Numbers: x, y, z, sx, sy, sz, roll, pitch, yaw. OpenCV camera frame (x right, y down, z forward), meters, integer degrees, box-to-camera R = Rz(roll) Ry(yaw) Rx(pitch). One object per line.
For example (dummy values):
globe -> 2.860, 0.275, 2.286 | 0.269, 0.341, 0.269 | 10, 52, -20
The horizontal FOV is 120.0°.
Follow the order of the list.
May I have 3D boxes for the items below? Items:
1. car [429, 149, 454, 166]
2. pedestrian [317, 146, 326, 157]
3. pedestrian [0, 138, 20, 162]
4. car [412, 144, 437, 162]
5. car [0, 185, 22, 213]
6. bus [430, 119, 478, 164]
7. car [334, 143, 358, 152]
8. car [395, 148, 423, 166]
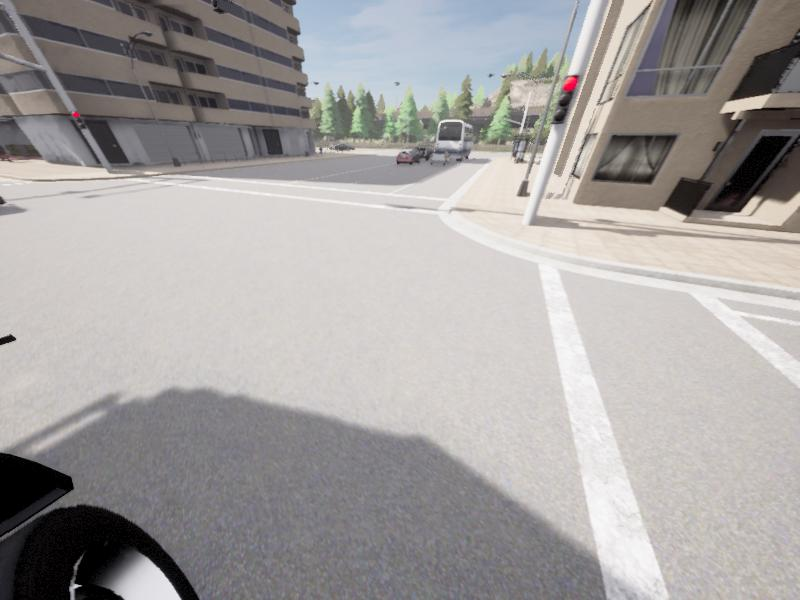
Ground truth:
car -> 4.748, -16.155, 26.091 | 1.845, 1.501, 3.633 | 13, 37, 17
pedestrian -> -11.627, -21.962, 34.066 | 0.751, 1.300, 0.751 | 13, 37, 17
pedestrian -> -36.866, -13.832, 21.351 | 0.751, 1.860, 0.751 | 8, 35, 10
car -> 3.336, -19.687, 30.860 | 1.932, 1.855, 4.605 | 13, 37, 17
car -> -15.801, -3.049, 6.914 | 1.994, 1.385, 4.181 | 13, 37, 17
bus -> 7.612, -21.523, 31.507 | 3.944, 4.253, 10.273 | 13, 37, 17
car -> -12.033, -33.919, 51.373 | 4.892, 1.490, 1.837 | 13, 37, 18
car -> 1.106, -16.359, 26.364 | 1.970, 1.475, 3.806 | 13, 37, 17
